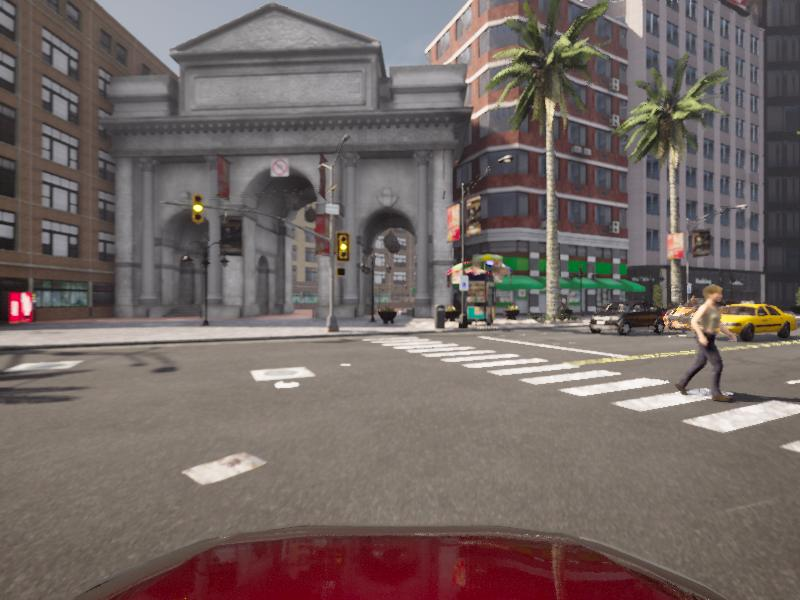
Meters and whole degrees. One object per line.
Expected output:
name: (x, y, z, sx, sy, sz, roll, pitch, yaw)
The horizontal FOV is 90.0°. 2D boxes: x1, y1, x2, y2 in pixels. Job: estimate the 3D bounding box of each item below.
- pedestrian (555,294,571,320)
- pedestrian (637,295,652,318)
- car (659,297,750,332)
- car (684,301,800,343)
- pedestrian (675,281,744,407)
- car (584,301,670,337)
pedestrian: (11.964, 0.522, 29.394, 0.751, 1.860, 0.751, 0, 0, -18)
pedestrian: (20.065, 0.529, 32.858, 0.751, 1.860, 0.751, 0, 0, -22)
car: (16.619, 0.725, 21.810, 4.553, 1.767, 2.097, 0, 0, -26)
car: (14.590, 0.826, 16.955, 5.366, 1.575, 1.801, 0, 0, -26)
pedestrian: (4.955, 0.646, 6.411, 0.751, 1.860, 0.751, 0, 0, -42)
car: (10.819, 0.840, 19.060, 3.705, 1.549, 1.789, 0, 0, -26)
